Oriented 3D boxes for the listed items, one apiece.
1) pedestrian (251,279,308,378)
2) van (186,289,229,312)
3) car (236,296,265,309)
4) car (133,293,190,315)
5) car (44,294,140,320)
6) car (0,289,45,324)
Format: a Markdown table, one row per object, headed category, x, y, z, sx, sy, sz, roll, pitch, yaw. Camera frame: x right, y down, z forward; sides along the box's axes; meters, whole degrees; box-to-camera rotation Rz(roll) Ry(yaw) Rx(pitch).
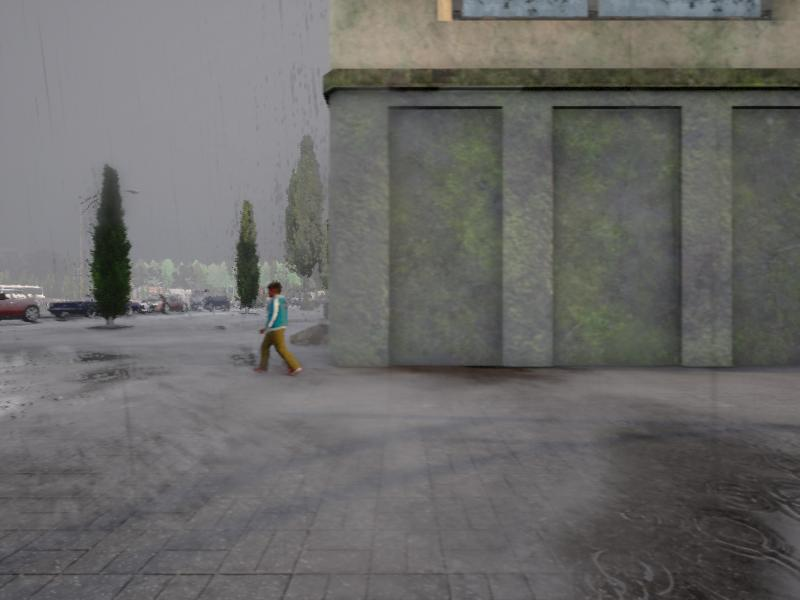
| category | x | y | z | sx | sy | sz | roll | pitch | yaw |
| --- | --- | --- | --- | --- | --- | --- | --- | --- | --- |
| pedestrian | -1.405 | 0.316 | 4.718 | 0.500 | 1.100 | 0.500 | 0 | 0 | 2 |
| van | -17.471 | 0.016 | 36.470 | 1.775 | 1.987 | 4.442 | 0 | 0 | 0 |
| car | -17.474 | 0.272 | 47.011 | 1.816 | 1.474 | 4.193 | 0 | 0 | 0 |
| car | -17.470 | 0.270 | 29.504 | 1.970 | 1.475 | 3.806 | 0 | 0 | 0 |
| car | -17.465 | 0.361 | 23.056 | 1.895 | 1.301 | 4.718 | 0 | 0 | 0 |
| car | -17.470 | 0.270 | 16.691 | 1.970 | 1.475 | 3.806 | 0 | 0 | 0 |
